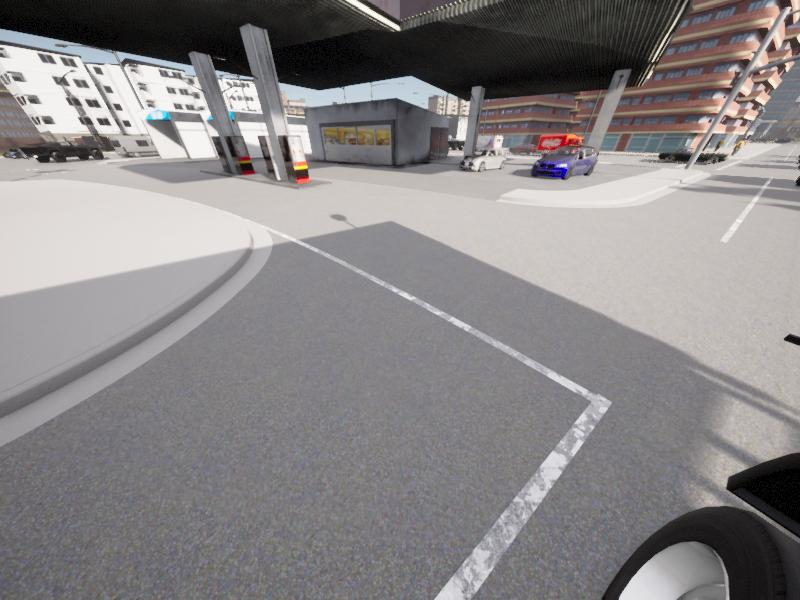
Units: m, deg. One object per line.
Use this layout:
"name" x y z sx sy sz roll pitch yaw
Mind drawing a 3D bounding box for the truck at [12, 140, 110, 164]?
"truck" -39.701 -17.691 27.484 2.390 2.098 6.274 0 35 0

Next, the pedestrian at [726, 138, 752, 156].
"pedestrian" 41.406 -18.700 28.256 0.751 1.860 0.751 5 36 7

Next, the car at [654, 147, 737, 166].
"car" 28.594 -14.062 22.558 1.895 1.301 4.718 -23 41 -28

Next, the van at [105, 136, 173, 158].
"van" -38.073 -22.613 34.078 1.988 2.561 5.915 9 36 13

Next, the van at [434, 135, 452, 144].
"van" 15.302 -57.036 82.149 6.366 2.431 2.351 -23 41 -27

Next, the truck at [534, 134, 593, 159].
"truck" 21.296 -20.303 30.451 2.627 2.467 5.204 -23 41 -29

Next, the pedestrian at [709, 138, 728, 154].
"pedestrian" 43.536 -21.063 31.571 0.751 1.860 0.751 -26 43 -32

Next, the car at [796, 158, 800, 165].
"car" 39.991 -13.927 21.779 4.605 1.855 1.932 -22 41 -28

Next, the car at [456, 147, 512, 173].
"car" 6.567 -11.056 18.191 3.806 1.475 1.970 -22 41 -28

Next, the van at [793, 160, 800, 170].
"van" 33.528 -11.355 18.039 4.480 2.038 2.069 -22 41 -28

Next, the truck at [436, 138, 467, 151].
"truck" 10.486 -32.111 47.610 2.390 2.098 6.274 -23 41 -29

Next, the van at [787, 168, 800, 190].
"van" 22.302 -6.796 11.637 4.480 2.038 2.069 -22 41 -28

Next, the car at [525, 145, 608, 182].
"car" 10.492 -8.745 14.603 4.611 1.667 2.242 -22 41 -28

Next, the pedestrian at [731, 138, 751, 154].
"pedestrian" 47.419 -21.493 32.179 0.751 1.860 0.751 -28 44 -34

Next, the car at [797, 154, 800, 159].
"car" 49.266 -17.709 27.093 4.605 1.855 1.932 -22 41 -29

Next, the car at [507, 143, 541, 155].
"car" 19.898 -24.386 37.209 1.994 1.385 4.181 -22 41 -28

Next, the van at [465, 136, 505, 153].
"van" 15.332 -28.425 42.057 2.351 2.431 6.366 -23 41 -29
